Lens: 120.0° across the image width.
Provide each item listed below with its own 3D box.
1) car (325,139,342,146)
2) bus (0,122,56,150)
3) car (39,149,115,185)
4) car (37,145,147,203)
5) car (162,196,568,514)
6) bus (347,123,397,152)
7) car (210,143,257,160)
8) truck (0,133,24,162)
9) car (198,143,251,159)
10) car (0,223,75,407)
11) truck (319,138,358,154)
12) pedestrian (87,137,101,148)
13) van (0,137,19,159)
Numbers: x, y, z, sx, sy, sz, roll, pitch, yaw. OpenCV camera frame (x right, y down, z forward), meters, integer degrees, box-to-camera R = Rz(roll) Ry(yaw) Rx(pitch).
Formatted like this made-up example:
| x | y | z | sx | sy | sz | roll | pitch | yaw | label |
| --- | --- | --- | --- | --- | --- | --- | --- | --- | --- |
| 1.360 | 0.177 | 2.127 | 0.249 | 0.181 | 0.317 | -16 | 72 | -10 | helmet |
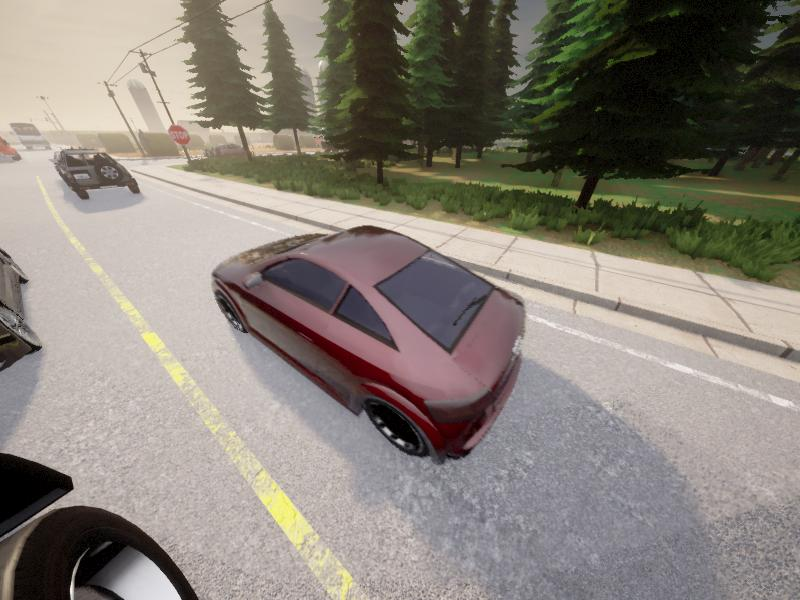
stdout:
| x | y | z | sx | sy | sz | roll | pitch | yaw | label |
| --- | --- | --- | --- | --- | --- | --- | --- | --- | --- |
| -20.747 | -49.150 | 72.030 | 4.553 | 1.767 | 2.097 | 21 | 40 | 26 | car |
| -74.226 | -32.764 | 46.215 | 10.273 | 4.253 | 3.944 | 23 | 41 | 29 | bus |
| -19.845 | -8.327 | 14.267 | 4.514 | 1.525 | 2.007 | 26 | 43 | 32 | car |
| -14.104 | -5.923 | 10.586 | 4.605 | 1.855 | 1.932 | 23 | 41 | 29 | car |
| -0.657 | -0.155 | 2.944 | 4.181 | 1.385 | 1.994 | 22 | 41 | 28 | car |
| -5.185 | -32.252 | 46.046 | 3.944 | 4.253 | 10.273 | 21 | 40 | 27 | bus |
| -20.235 | -18.196 | 28.271 | 1.851 | 1.617 | 3.988 | 21 | 40 | 27 | car |
| -43.367 | -16.270 | 24.555 | 5.204 | 2.467 | 2.627 | 24 | 41 | 29 | truck |
| -22.856 | -19.544 | 30.251 | 2.128 | 1.511 | 4.902 | 21 | 40 | 27 | car |
| -6.390 | -0.082 | 2.692 | 4.902 | 1.511 | 2.128 | 22 | 41 | 28 | car |
| -10.485 | -26.729 | 40.033 | 2.390 | 2.098 | 6.274 | 21 | 40 | 27 | truck |
| -63.986 | -32.917 | 48.284 | 0.751 | 1.860 | 0.751 | 2 | 35 | 3 | pedestrian |
| -48.642 | -18.371 | 27.882 | 4.480 | 2.038 | 2.069 | 23 | 41 | 29 | van |
